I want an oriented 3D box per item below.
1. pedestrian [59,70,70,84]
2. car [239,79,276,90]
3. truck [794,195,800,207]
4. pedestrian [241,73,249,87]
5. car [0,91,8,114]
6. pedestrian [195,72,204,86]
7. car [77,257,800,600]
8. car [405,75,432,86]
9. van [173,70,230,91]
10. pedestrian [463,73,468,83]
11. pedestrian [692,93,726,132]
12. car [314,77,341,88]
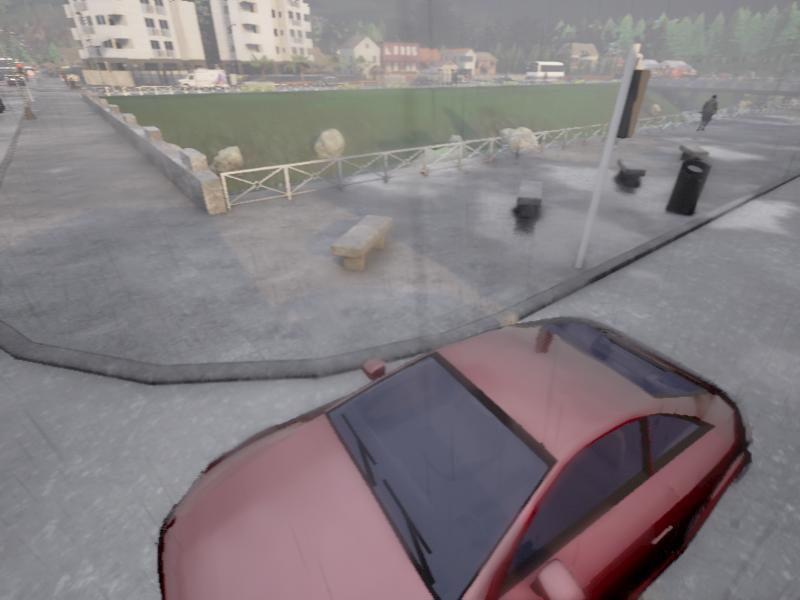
[{"bbox_3d":[-52.084,-34.542,62.039,0.751,1.860,0.751,-21,37,-32],"label":"pedestrian"},{"bbox_3d":[-21.131,-32.070,59.376,4.718,1.301,1.895,-21,36,-32],"label":"car"},{"bbox_3d":[13.457,-3.797,10.697,6.274,2.098,2.390,-21,36,-32],"label":"truck"},{"bbox_3d":[-24.463,-34.693,63.001,0.751,1.860,0.751,-13,33,-22],"label":"pedestrian"},{"bbox_3d":[-29.104,-14.103,27.844,1.905,1.878,3.866,-21,36,-32],"label":"car"},{"bbox_3d":[-29.938,-32.964,59.713,0.751,1.860,0.751,-19,36,-30],"label":"pedestrian"},{"bbox_3d":[0.593,1.121,2.771,4.181,1.385,1.994,-16,34,-27],"label":"car"},{"bbox_3d":[3.424,-41.508,75.652,4.856,1.649,2.033,-21,36,-32],"label":"car"},{"bbox_3d":[-27.215,-30.255,55.037,6.366,2.431,2.351,-21,36,-32],"label":"van"},{"bbox_3d":[14.524,-49.164,88.480,0.751,1.860,0.751,-21,37,-33],"label":"pedestrian"},{"bbox_3d":[16.781,-10.213,21.763,0.751,1.860,0.751,-21,37,-33],"label":"pedestrian"},{"bbox_3d":[-11.873,-35.651,65.496,3.806,1.475,1.970,-21,36,-32],"label":"car"}]
